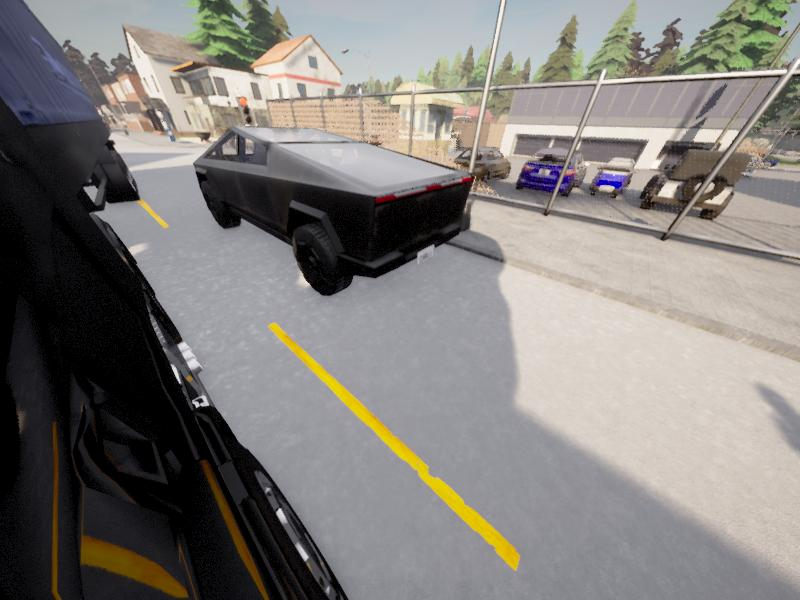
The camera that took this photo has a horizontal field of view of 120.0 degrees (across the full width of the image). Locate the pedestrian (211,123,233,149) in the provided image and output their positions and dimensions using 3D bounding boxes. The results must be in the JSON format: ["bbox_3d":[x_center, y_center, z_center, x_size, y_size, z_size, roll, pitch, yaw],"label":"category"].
[{"bbox_3d":[-16.146,-14.862,20.989,0.751,1.860,0.751,28,44,30],"label":"pedestrian"}]

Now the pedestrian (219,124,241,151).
[{"bbox_3d":[-14.721,-14.110,20.065,0.751,1.860,0.751,27,43,29],"label":"pedestrian"}]

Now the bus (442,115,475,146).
[{"bbox_3d":[11.042,-33.119,45.133,3.944,4.253,10.273,2,37,0],"label":"bus"}]

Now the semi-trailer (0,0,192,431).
[{"bbox_3d":[-8.239,-3.878,4.638,2.717,4.402,14.254,-28,47,-35],"label":"semi-trailer"}]

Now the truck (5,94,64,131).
[{"bbox_3d":[-53.429,-27.433,33.998,8.468,3.827,2.891,28,44,30],"label":"truck"}]

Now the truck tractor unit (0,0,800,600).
[{"bbox_3d":[-2.645,-0.295,0.351,6.516,4.208,3.053,28,44,30],"label":"truck tractor unit"}]

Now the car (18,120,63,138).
[{"bbox_3d":[-37.646,-17.940,24.277,4.181,1.385,1.994,28,44,30],"label":"car"}]

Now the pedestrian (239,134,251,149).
[{"bbox_3d":[-14.690,-15.003,21.902,0.500,1.100,0.500,1,37,-2],"label":"pedestrian"}]

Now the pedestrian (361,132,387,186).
[{"bbox_3d":[-1.059,-5.903,9.712,0.751,1.860,0.751,22,41,24],"label":"pedestrian"}]

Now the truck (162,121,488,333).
[{"bbox_3d":[-1.962,-2.210,4.721,6.274,2.098,2.390,28,44,30],"label":"truck"}]

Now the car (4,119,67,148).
[{"bbox_3d":[-28.800,-13.310,18.372,5.238,1.638,1.930,28,43,30],"label":"car"}]
